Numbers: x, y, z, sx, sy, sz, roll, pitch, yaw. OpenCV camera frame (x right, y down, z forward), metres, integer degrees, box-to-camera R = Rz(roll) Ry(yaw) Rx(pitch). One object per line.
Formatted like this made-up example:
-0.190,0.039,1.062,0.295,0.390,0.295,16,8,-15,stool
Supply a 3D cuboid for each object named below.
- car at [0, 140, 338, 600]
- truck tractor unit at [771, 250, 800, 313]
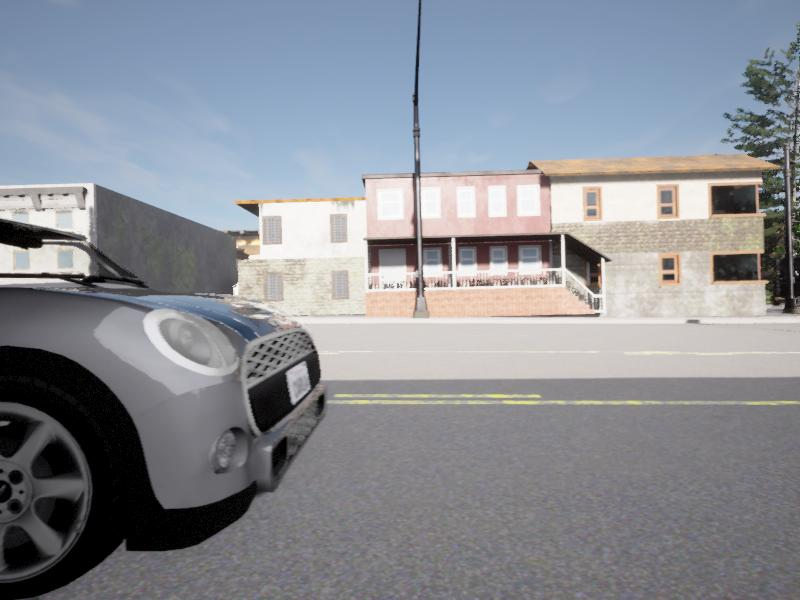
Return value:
-2.415,0.262,2.222,3.806,1.475,1.970,0,0,1,car
29.033,-1.262,26.391,3.053,4.208,6.516,-1,0,-45,truck tractor unit
